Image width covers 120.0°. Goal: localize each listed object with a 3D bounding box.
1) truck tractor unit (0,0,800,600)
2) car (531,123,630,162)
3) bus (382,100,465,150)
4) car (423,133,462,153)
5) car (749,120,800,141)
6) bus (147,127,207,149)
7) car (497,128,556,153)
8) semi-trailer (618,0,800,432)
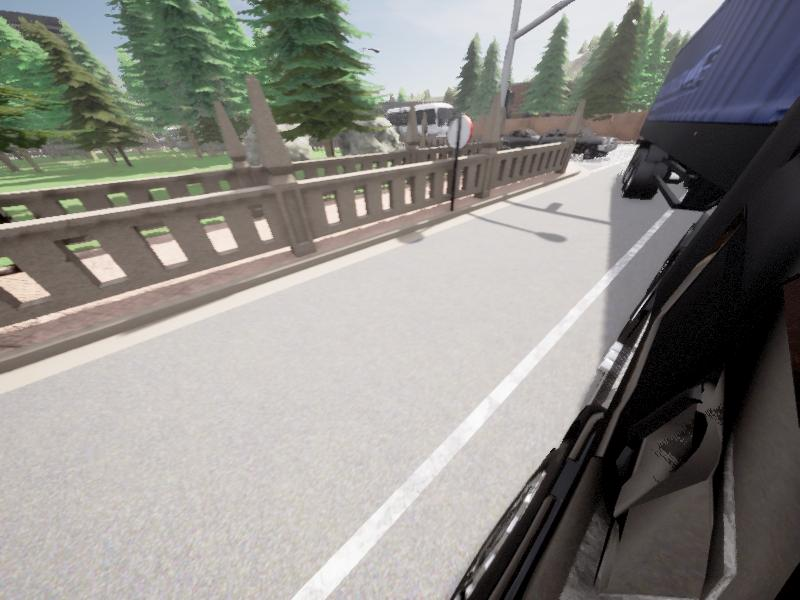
[{"bbox_3d":[2.645,-0.295,0.351,6.516,4.208,3.053,-28,44,-30],"label":"truck tractor unit"},{"bbox_3d":[11.920,-10.756,15.734,1.932,1.855,4.605,-22,41,-25],"label":"car"},{"bbox_3d":[2.526,-21.832,29.143,3.944,4.253,10.273,-28,43,-30],"label":"bus"},{"bbox_3d":[4.270,-16.159,23.722,1.845,1.501,3.633,-28,43,-30],"label":"car"},{"bbox_3d":[34.978,-15.911,21.632,4.181,1.385,1.994,-27,43,-29],"label":"car"},{"bbox_3d":[-58.542,-42.876,61.039,10.273,4.253,3.944,-28,43,-29],"label":"bus"},{"bbox_3d":[11.376,-14.541,21.056,1.851,1.617,3.988,-28,44,-30],"label":"car"},{"bbox_3d":[7.672,-4.152,5.028,2.717,4.402,14.254,23,44,29],"label":"semi-trailer"}]
